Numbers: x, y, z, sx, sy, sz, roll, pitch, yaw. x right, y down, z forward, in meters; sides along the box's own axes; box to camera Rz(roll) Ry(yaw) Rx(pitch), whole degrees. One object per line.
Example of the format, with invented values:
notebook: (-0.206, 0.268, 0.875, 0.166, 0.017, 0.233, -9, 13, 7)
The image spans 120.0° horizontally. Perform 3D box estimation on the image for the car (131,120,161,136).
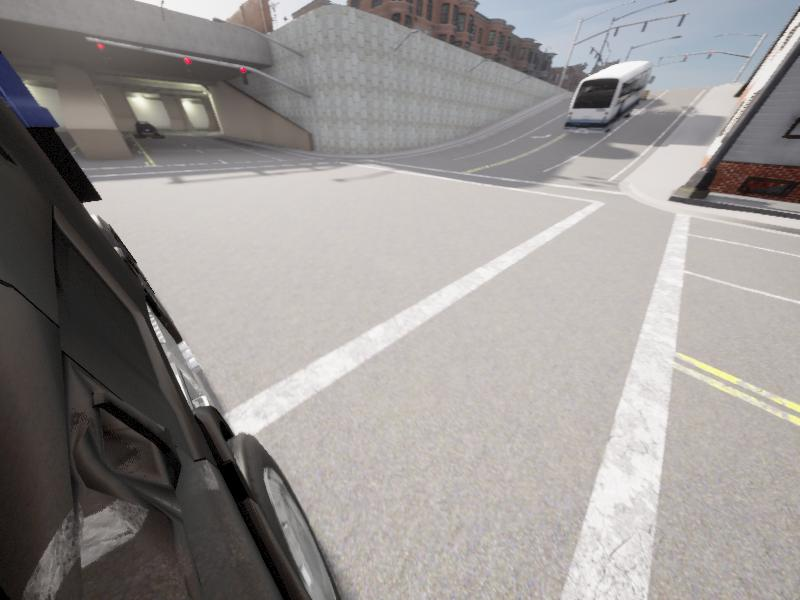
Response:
car: (-36.607, -24.743, 33.258, 2.152, 1.651, 5.027, -28, 47, -34)

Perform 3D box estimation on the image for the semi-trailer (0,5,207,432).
semi-trailer: (-9.032, -3.340, 3.888, 14.254, 4.402, 2.717, 24, 42, 26)

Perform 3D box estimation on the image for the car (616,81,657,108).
car: (27.630, -23.989, 27.007, 5.366, 1.575, 1.801, -38, 52, -24)

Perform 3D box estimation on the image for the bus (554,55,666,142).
bus: (19.666, -19.026, 21.780, 10.273, 4.253, 3.944, -38, 51, -24)

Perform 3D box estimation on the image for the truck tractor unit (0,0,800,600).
truck tractor unit: (-2.645, -0.295, 0.351, 6.516, 4.208, 3.053, 28, 44, 30)
